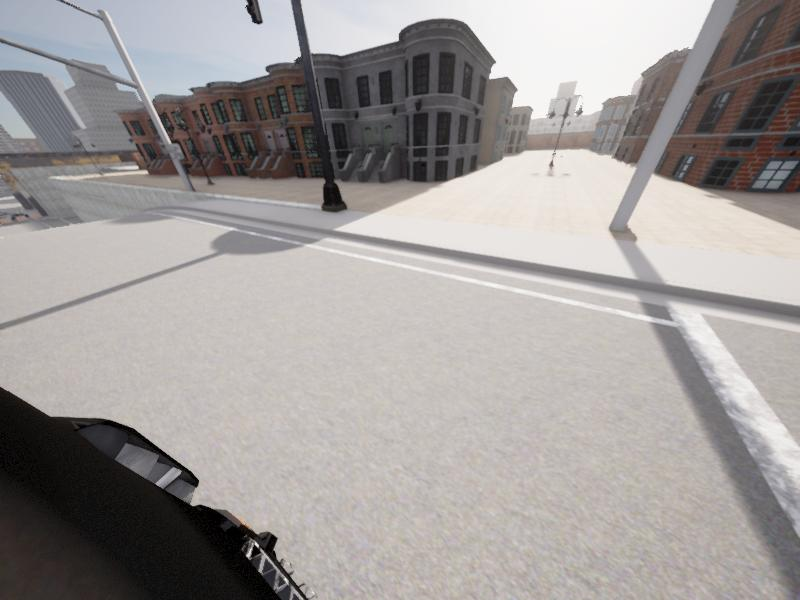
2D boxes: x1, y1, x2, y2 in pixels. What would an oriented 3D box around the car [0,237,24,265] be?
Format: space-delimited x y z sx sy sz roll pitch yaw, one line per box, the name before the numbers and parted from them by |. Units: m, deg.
car | -34.701 -4.127 19.637 4.605 1.855 1.932 2 31 34
